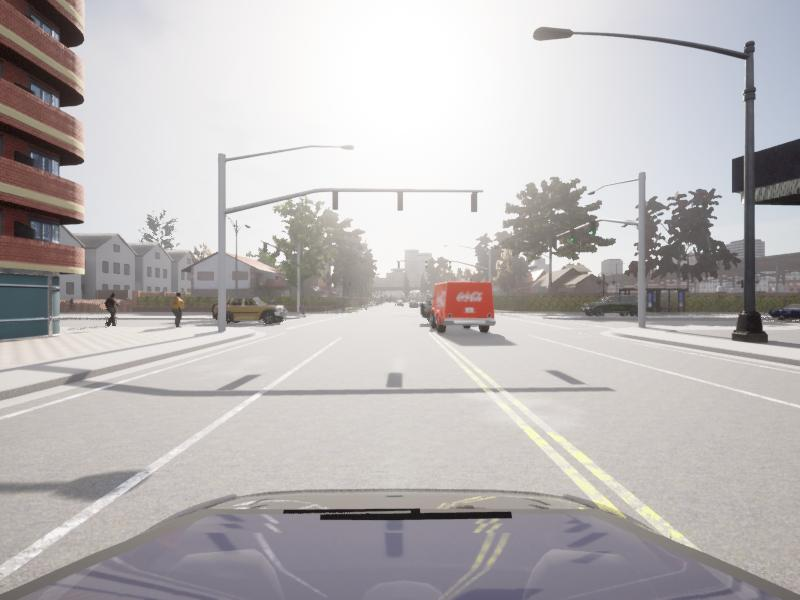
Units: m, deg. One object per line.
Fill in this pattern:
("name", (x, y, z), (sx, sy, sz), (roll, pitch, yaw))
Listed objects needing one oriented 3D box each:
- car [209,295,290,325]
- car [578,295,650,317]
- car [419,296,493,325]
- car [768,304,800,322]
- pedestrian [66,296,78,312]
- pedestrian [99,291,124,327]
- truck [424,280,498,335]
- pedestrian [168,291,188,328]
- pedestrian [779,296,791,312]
("car", (-9.831, 0.656, 26.345), (4.605, 1.855, 1.932), (-1, 0, 0))
("car", (20.090, 0.568, 37.719), (5.566, 2.045, 2.150), (0, 0, 0))
("car", (3.582, 0.653, 26.286), (4.605, 1.855, 1.932), (0, 0, 0))
("car", (30.535, 0.944, 29.673), (4.718, 1.301, 1.895), (0, 0, 0))
("pedestrian", (-39.028, 0.485, 47.595), (0.751, 1.860, 0.751), (0, 0, 1))
("pedestrian", (-15.113, 0.485, 20.992), (0.751, 1.860, 0.751), (0, 0, 4))
("truck", (2.937, 0.354, 20.663), (2.627, 2.467, 5.204), (0, 0, -5))
("pedestrian", (-11.426, 0.485, 20.580), (0.751, 1.860, 0.751), (0, 0, 44))
("pedestrian", (46.888, 0.485, 48.727), (0.751, 1.860, 0.751), (0, 0, -1))
